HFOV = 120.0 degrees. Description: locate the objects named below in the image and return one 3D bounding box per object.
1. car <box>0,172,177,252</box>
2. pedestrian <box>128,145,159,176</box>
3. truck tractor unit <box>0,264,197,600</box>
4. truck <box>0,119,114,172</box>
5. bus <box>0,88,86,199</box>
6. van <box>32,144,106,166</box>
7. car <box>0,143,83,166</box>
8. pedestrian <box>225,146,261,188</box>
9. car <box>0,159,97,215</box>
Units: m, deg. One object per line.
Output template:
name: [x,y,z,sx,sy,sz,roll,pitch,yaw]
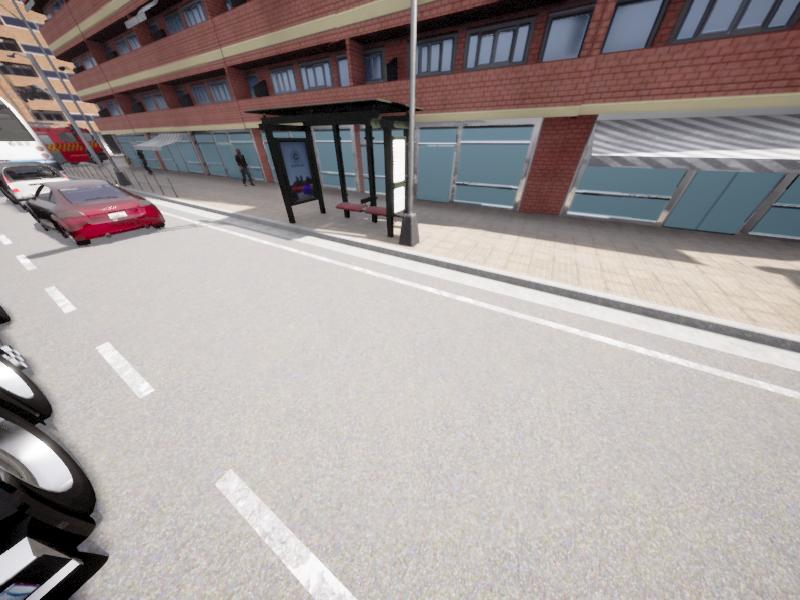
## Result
car: [-9.288,-2.824,6.922,4.181,1.385,1.994,17,38,23]
pedestrian: [-18.357,-10.015,16.573,0.751,1.860,0.751,-28,43,-34]
truck tractor unit: [-5.110,-0.301,0.780,6.516,4.208,3.053,18,39,24]
truck: [-35.982,-15.807,23.608,2.891,3.827,8.468,-5,35,-6]
bus: [-23.284,-8.484,12.629,10.273,4.253,3.944,18,39,24]
van: [-38.961,-17.302,27.384,1.775,1.987,4.442,18,39,25]
car: [-42.552,-17.129,27.111,2.150,2.045,5.566,13,37,19]
pedestrian: [-8.233,-6.996,12.164,0.751,1.860,0.751,18,39,25]
car: [-15.345,-4.889,9.722,3.988,1.617,1.851,18,39,24]
